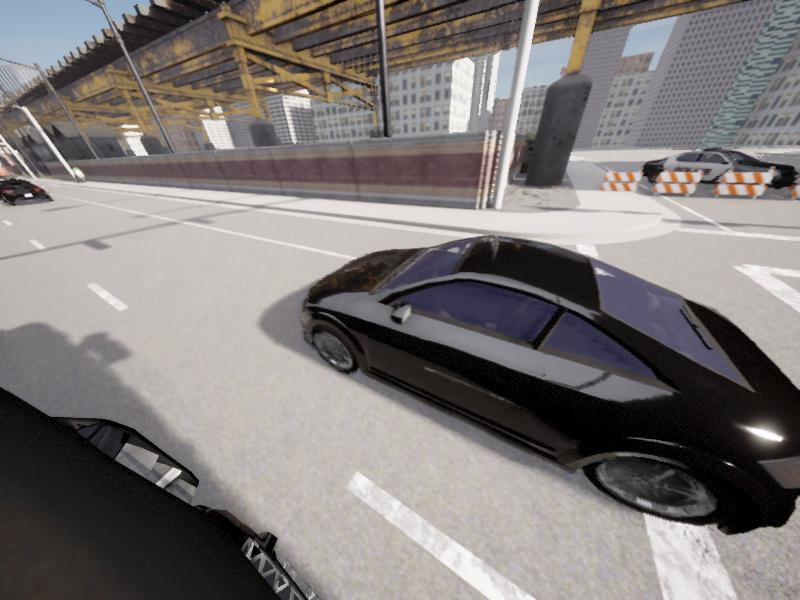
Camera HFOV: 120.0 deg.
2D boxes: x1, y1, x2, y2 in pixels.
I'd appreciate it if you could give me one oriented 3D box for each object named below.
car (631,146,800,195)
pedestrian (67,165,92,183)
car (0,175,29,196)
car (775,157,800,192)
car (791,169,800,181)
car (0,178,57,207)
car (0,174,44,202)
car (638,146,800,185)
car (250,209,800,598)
[{"bbox_3d":[14.688,-6.221,10.838,2.038,1.542,4.974,-11,34,-13],"label":"car"},{"bbox_3d":[-38.658,-15.178,27.880,0.751,1.860,0.751,11,36,21],"label":"pedestrian"},{"bbox_3d":[-38.272,-10.931,22.059,4.902,1.511,2.128,16,38,26],"label":"car"},{"bbox_3d":[18.690,-5.105,8.845,4.974,1.542,2.038,-6,34,-4],"label":"car"},{"bbox_3d":[18.735,-5.242,8.763,4.536,1.218,1.853,-6,34,-4],"label":"car"},{"bbox_3d":[-26.876,-7.705,16.372,4.674,1.442,1.812,16,38,26],"label":"car"},{"bbox_3d":[-32.380,-9.345,19.066,4.611,1.667,2.242,16,38,26],"label":"car"},{"bbox_3d":[14.666,-6.379,10.793,1.853,1.218,4.536,-11,34,-13],"label":"car"},{"bbox_3d":[0.808,0.093,2.536,4.181,1.385,1.994,16,38,26],"label":"car"}]
